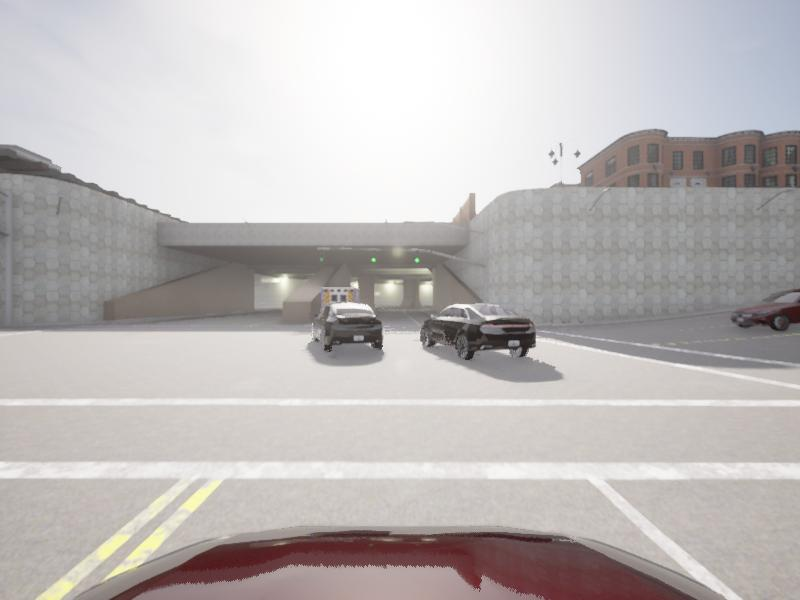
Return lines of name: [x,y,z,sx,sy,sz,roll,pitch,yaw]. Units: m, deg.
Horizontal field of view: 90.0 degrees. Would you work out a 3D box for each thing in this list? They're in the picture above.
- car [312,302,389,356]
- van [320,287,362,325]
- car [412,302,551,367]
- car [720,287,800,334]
car: [-1.932,0.849,14.019,1.837,1.490,4.892,0,0,-17]
van: [-4.100,0.387,29.030,2.351,2.431,6.366,0,0,-2]
car: [2.139,0.853,12.250,2.128,1.511,4.902,0,0,-16]
car: [15.854,0.278,15.887,4.674,1.442,1.812,-6,0,2]
